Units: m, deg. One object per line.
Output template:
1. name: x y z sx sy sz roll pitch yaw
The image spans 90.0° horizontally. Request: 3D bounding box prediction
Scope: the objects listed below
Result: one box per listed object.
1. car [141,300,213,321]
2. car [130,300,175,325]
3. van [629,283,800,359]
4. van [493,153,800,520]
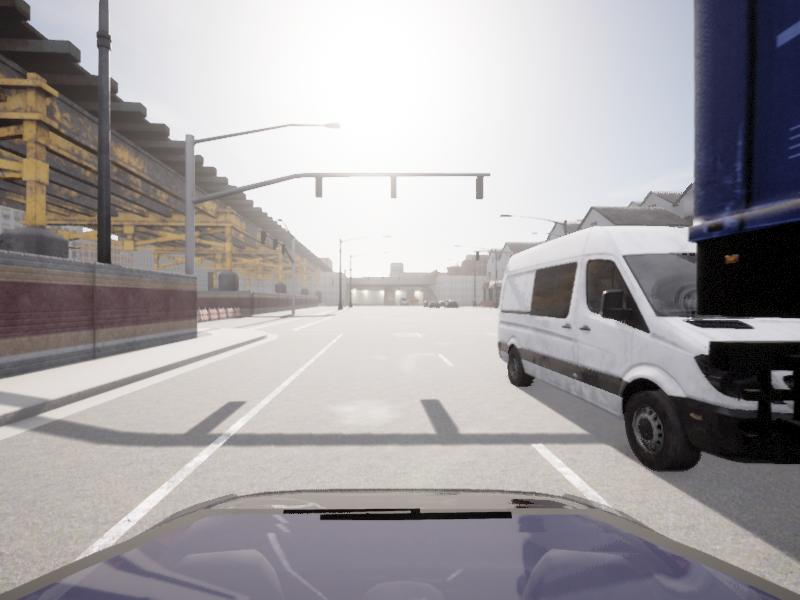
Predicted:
1. car: -18.393 0.798 33.239 2.038 1.542 4.974 0 0 26
2. car: -17.347 0.798 27.916 2.038 1.542 4.974 0 0 -39
3. van: 9.843 0.572 12.992 2.069 2.038 4.480 0 0 -3
4. van: 3.200 0.302 5.810 1.988 2.561 5.915 1 -1 -3
